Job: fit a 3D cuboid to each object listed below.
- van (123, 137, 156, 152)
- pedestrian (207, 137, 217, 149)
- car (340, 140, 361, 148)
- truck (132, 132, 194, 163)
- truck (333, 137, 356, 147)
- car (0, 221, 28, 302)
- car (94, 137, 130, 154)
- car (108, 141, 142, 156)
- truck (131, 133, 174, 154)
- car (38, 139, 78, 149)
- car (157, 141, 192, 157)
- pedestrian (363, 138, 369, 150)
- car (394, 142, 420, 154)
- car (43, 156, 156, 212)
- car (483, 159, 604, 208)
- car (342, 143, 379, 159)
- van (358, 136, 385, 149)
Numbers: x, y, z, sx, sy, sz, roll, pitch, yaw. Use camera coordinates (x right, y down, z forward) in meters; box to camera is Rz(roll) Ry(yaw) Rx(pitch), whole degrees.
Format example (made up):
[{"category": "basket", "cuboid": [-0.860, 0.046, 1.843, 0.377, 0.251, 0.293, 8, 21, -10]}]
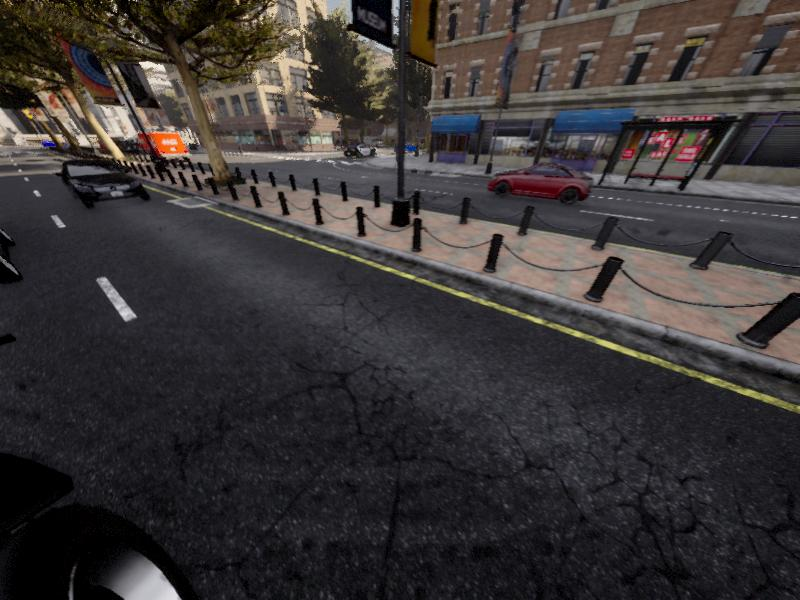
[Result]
[{"category": "van", "cuboid": [-43.052, -25.745, 38.207, 4.480, 2.038, 2.069, 22, 41, 28]}, {"category": "pedestrian", "cuboid": [-35.626, -29.718, 43.760, 0.751, 1.860, 0.751, 25, 42, 31]}, {"category": "car", "cuboid": [-12.561, -39.809, 58.899, 4.902, 1.511, 2.128, 22, 41, 28]}, {"category": "truck", "cuboid": [-24.819, -16.045, 24.261, 5.204, 2.467, 2.627, 22, 41, 28]}, {"category": "truck", "cuboid": [-15.351, -43.643, 63.796, 6.274, 2.098, 2.390, 22, 41, 28]}, {"category": "car", "cuboid": [-8.925, -1.087, 4.065, 4.892, 1.490, 1.837, 22, 41, 28]}, {"category": "car", "cuboid": [-43.765, -23.562, 35.100, 5.566, 2.045, 2.150, 23, 41, 29]}, {"category": "car", "cuboid": [-38.202, -21.136, 32.097, 3.988, 1.617, 1.851, 22, 41, 28]}, {"category": "truck", "cuboid": [-37.207, -23.539, 34.767, 5.204, 2.467, 2.627, 22, 41, 28]}, {"category": "car", "cuboid": [-67.854, -31.007, 45.904, 1.816, 1.474, 4.193, 22, 41, 28]}, {"category": "car", "cuboid": [-30.447, -20.460, 31.215, 3.988, 1.617, 1.851, 22, 40, 27]}, {"category": "pedestrian", "cuboid": [-6.467, -29.755, 44.098, 0.751, 1.860, 0.751, -27, 43, -33]}, {"category": "car", "cuboid": [1.153, -25.165, 38.253, 1.882, 1.535, 5.008, 21, 40, 27]}, {"category": "car", "cuboid": [-12.421, -4.934, 9.525, 4.674, 1.442, 1.812, 22, 41, 28]}, {"category": "car", "cuboid": [6.273, -5.396, 10.429, 4.181, 1.385, 1.994, 22, 41, 28]}, {"category": "car", "cuboid": [-5.119, -19.677, 30.424, 2.038, 1.542, 4.974, 19, 39, 24]}, {"category": "van", "cuboid": [-6.808, -37.850, 55.384, 6.366, 2.431, 2.351, 22, 41, 28]}]
